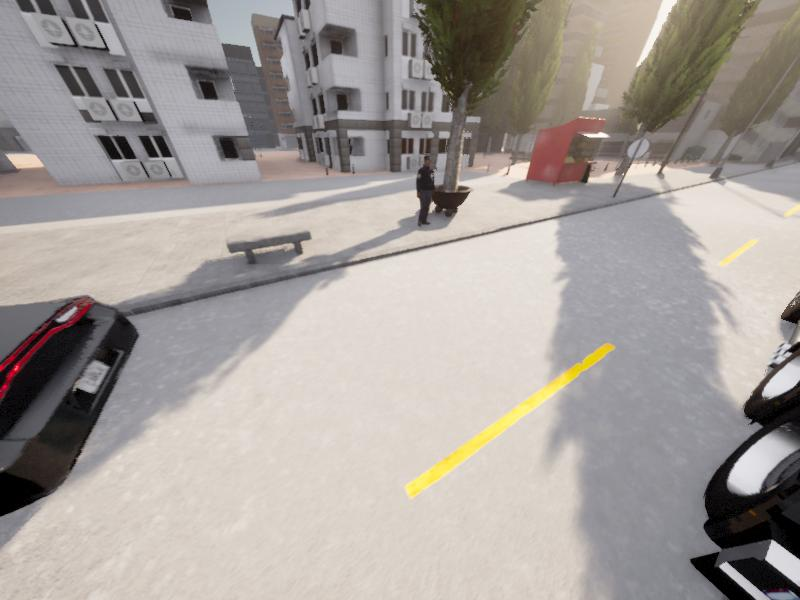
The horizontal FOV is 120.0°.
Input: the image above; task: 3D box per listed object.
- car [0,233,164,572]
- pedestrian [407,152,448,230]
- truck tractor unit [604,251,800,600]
[{"bbox_3d":[-4.840,1.175,0.938,4.974,1.542,2.038,-18,39,-24],"label":"car"},{"bbox_3d":[0.720,-3.062,6.555,0.751,1.860,0.751,-18,39,-24],"label":"pedestrian"},{"bbox_3d":[5.086,-0.326,0.809,6.516,4.208,3.053,-19,39,-25],"label":"truck tractor unit"}]
